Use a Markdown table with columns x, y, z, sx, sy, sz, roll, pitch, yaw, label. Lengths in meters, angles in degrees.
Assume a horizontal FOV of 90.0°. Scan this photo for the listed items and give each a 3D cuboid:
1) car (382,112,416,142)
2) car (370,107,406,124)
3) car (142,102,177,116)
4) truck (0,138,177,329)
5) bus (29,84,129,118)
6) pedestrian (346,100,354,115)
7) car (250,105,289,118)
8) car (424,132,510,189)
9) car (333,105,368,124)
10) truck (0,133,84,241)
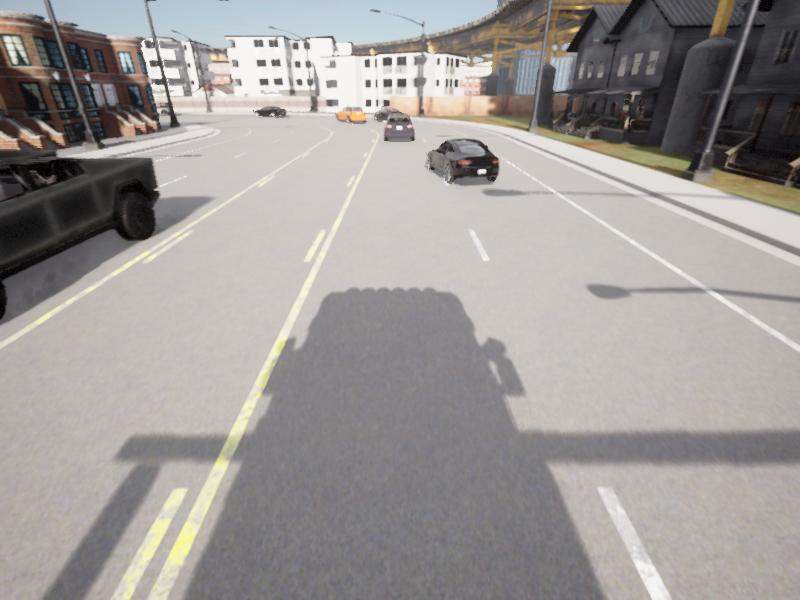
| x | y | z | sx | sy | sz | roll | pitch | yaw | label |
| --- | --- | --- | --- | --- | --- | --- | --- | --- | --- |
| -0.125 | -12.708 | 29.267 | 2.242 | 1.667 | 4.611 | -1 | 27 | -2 | car |
| -1.421 | -20.943 | 45.339 | 2.128 | 1.511 | 4.902 | -14 | 30 | -25 | car |
| -37.043 | -29.469 | 61.694 | 3.866 | 1.878 | 1.905 | 1 | 27 | 2 | car |
| -7.007 | -1.459 | 7.156 | 2.390 | 2.098 | 6.274 | 0 | 27 | 0 | truck |
| -46.361 | -28.962 | 58.195 | 10.273 | 4.253 | 3.944 | 0 | 27 | 1 | bus |
| -7.349 | -28.095 | 58.426 | 0.751 | 1.860 | 0.751 | 16 | 32 | 29 | pedestrian |
| -18.011 | -26.041 | 55.285 | 5.008 | 1.535 | 1.882 | 14 | 30 | 25 | car |
| 2.418 | -5.658 | 15.892 | 1.812 | 1.442 | 4.674 | -5 | 28 | -10 | car |
| -5.666 | -21.121 | 45.408 | 2.097 | 1.767 | 4.553 | -16 | 31 | -27 | car |
| -10.507 | -2.149 | 8.519 | 2.390 | 2.098 | 6.274 | 0 | 27 | 0 | truck |
